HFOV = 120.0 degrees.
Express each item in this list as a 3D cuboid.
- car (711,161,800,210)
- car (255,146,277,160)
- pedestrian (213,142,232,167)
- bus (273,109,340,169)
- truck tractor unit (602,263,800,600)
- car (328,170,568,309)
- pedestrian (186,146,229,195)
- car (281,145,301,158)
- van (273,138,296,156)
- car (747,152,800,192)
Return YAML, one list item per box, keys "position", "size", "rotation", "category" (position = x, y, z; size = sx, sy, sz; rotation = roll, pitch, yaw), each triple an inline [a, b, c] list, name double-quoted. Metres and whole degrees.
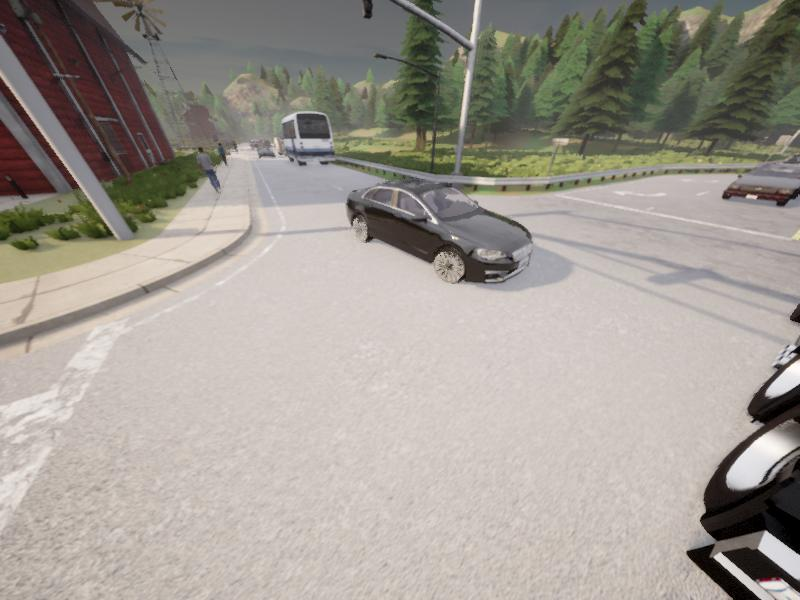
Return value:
- position: [17.226, -5.443, 10.675]
  size: [5.357, 1.411, 2.033]
  rotation: [-18, 39, -24]
  category: "car"
- position: [-18.792, -20.650, 32.349]
  size: [1.994, 1.385, 4.181]
  rotation: [-18, 39, -24]
  category: "car"
- position: [-15.938, -13.120, 20.824]
  size: [0.751, 1.860, 0.751]
  rotation: [-19, 39, -25]
  category: "pedestrian"
- position: [-10.177, -16.977, 24.609]
  size: [3.944, 4.253, 10.273]
  rotation: [-18, 39, -24]
  category: "bus"
- position: [5.107, -0.306, 0.782]
  size: [6.516, 4.208, 3.053]
  rotation: [-18, 39, -24]
  category: "truck tractor unit"
- position: [0.575, -1.930, 5.468]
  size: [2.128, 1.511, 4.902]
  rotation: [-27, 44, -34]
  category: "car"
- position: [-8.685, -5.901, 10.511]
  size: [0.751, 1.860, 0.751]
  rotation: [-14, 37, -19]
  category: "pedestrian"
- position: [-16.492, -22.527, 34.914]
  size: [1.845, 1.501, 3.633]
  rotation: [-17, 39, -24]
  category: "car"
- position: [-20.086, -26.611, 39.967]
  size: [2.351, 2.431, 6.366]
  rotation: [-18, 39, -24]
  category: "van"
- position: [23.387, -7.567, 13.516]
  size: [4.611, 1.667, 2.242]
  rotation: [-18, 39, -24]
  category: "car"
